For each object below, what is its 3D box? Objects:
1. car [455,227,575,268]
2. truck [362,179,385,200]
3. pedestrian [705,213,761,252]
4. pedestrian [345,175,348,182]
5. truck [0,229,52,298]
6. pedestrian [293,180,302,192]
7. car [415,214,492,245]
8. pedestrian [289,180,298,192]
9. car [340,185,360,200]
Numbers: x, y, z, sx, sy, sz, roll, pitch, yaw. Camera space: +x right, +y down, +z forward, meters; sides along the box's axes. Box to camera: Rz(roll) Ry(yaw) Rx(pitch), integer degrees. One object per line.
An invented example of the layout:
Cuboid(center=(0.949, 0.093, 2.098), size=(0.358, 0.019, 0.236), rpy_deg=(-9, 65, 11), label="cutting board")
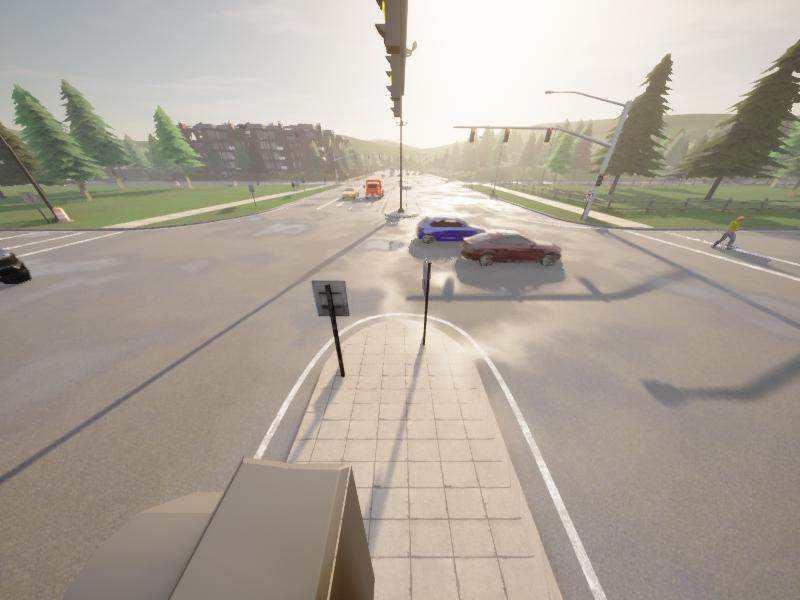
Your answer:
Cuboid(center=(5.245, -2.574, 11.120), size=(4.674, 1.442, 1.812), rpy_deg=(0, 30, 0), label="car")
Cuboid(center=(-3.776, -16.284, 33.842), size=(2.627, 2.467, 5.204), rpy_deg=(0, 30, 0), label="truck")
Cuboid(center=(17.931, -3.636, 12.494), size=(0.751, 1.860, 0.751), rpy_deg=(1, 30, 2), label="pedestrian")
Cuboid(center=(-16.664, -38.013, 72.038), size=(0.751, 1.860, 0.751), rpy_deg=(0, 30, 0), label="pedestrian")
Cuboid(center=(-17.342, -1.070, 7.861), size=(6.274, 2.098, 2.390), rpy_deg=(0, 30, 0), label="truck")
Cuboid(center=(-18.250, -20.384, 41.198), size=(0.751, 1.860, 0.751), rpy_deg=(3, 30, 5), label="pedestrian")
Cuboid(center=(3.098, -4.334, 14.138), size=(4.193, 1.474, 1.816), rpy_deg=(0, 30, 0), label="car")
Cuboid(center=(-18.468, -19.695, 40.006), size=(0.751, 1.860, 0.751), rpy_deg=(3, 30, 6), label="pedestrian")
Cuboid(center=(-7.276, -15.902, 34.069), size=(1.801, 1.575, 5.366), rpy_deg=(0, 30, 0), label="car")
